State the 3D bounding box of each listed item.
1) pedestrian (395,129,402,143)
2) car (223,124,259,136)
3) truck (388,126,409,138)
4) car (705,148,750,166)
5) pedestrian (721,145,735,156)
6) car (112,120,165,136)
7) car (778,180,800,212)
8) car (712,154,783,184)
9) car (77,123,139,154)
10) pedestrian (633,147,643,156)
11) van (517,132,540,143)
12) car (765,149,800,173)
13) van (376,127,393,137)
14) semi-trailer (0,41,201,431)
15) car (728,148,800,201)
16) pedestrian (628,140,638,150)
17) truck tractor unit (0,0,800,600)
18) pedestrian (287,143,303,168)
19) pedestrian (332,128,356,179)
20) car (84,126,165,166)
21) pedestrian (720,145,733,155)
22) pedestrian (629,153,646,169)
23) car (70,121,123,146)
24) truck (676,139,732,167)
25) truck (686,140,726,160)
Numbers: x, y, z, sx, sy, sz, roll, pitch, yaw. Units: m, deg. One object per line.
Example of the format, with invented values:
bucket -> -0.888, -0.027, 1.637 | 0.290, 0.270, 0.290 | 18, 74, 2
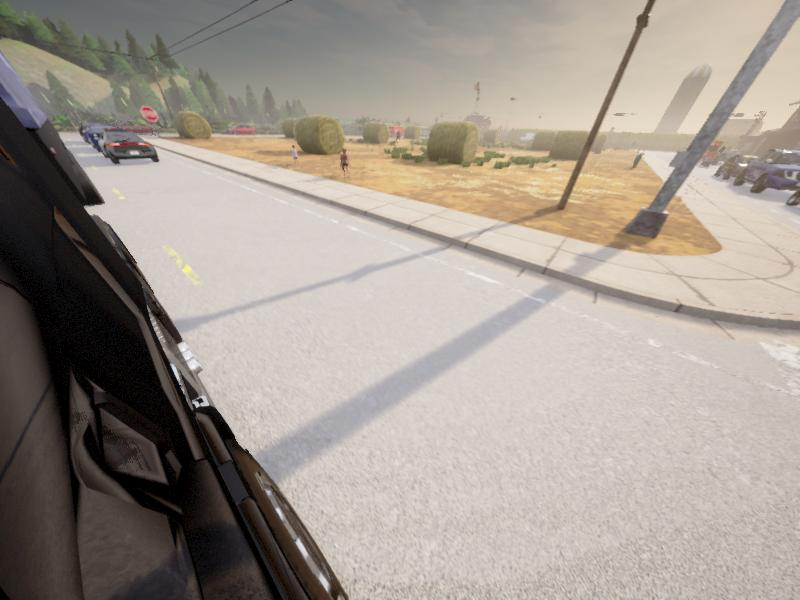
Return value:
pedestrian -> -0.217, -26.447, 37.223 | 0.751, 1.860, 0.751 | 30, 44, 31
car -> -27.548, -29.527, 40.104 | 2.007, 1.525, 4.514 | 30, 45, 32
truck -> -0.357, -43.605, 60.006 | 2.627, 2.467, 5.204 | 30, 45, 32
car -> 43.551, -19.187, 30.903 | 2.152, 1.651, 5.027 | 27, 43, 29
pedestrian -> 71.774, -32.726, 50.489 | 0.751, 1.860, 0.751 | 22, 41, 24
car -> -34.058, -22.391, 30.151 | 1.816, 1.474, 4.193 | 30, 45, 32
car -> 17.664, -4.072, 8.976 | 1.845, 1.501, 3.633 | 27, 43, 29
car -> 26.066, -10.054, 17.546 | 1.789, 1.549, 3.705 | 27, 43, 29
car -> -21.219, -11.778, 16.770 | 5.008, 1.535, 1.882 | 28, 43, 30
pedestrian -> 36.065, -22.531, 35.030 | 0.500, 1.100, 0.500 | -23, 44, -30
van -> 42.679, -53.933, 76.689 | 5.915, 2.561, 1.988 | 28, 44, 30
car -> 42.029, -14.359, 23.835 | 1.905, 1.878, 3.866 | -5, 35, -1
van -> -4.140, -44.167, 60.914 | 1.775, 1.987, 4.442 | 30, 45, 32
semi-trailer -> -8.682, -3.615, 4.244 | 14.254, 4.402, 2.717 | 28, 44, 30
car -> 21.927, -7.293, 13.154 | 2.150, 2.045, 5.566 | 27, 43, 29
pedestrian -> 54.136, -35.984, 53.640 | 0.751, 1.860, 0.751 | 13, 38, 14
truck tractor unit -> -2.645, -0.295, 0.351 | 6.516, 4.208, 3.053 | 28, 44, 30
pedestrian -> -5.740, -7.918, 12.671 | 0.500, 1.100, 0.500 | -15, 40, -22
pedestrian -> -2.548, -6.677, 10.578 | 0.751, 1.860, 0.751 | -12, 39, -19
car -> -16.017, -9.008, 13.406 | 4.974, 1.542, 2.038 | 28, 43, 30
pedestrian -> 71.264, -32.717, 50.443 | 0.751, 1.860, 0.751 | -23, 44, -30
pedestrian -> 19.648, -11.498, 19.140 | 0.500, 1.100, 0.500 | 28, 43, 30
car -> -26.533, -14.596, 20.205 | 4.514, 1.525, 2.007 | 28, 43, 30
truck -> 36.886, -18.118, 28.302 | 2.627, 2.467, 5.204 | 27, 43, 29
truck -> 52.684, -25.998, 39.960 | 2.627, 2.467, 5.204 | 27, 44, 29
